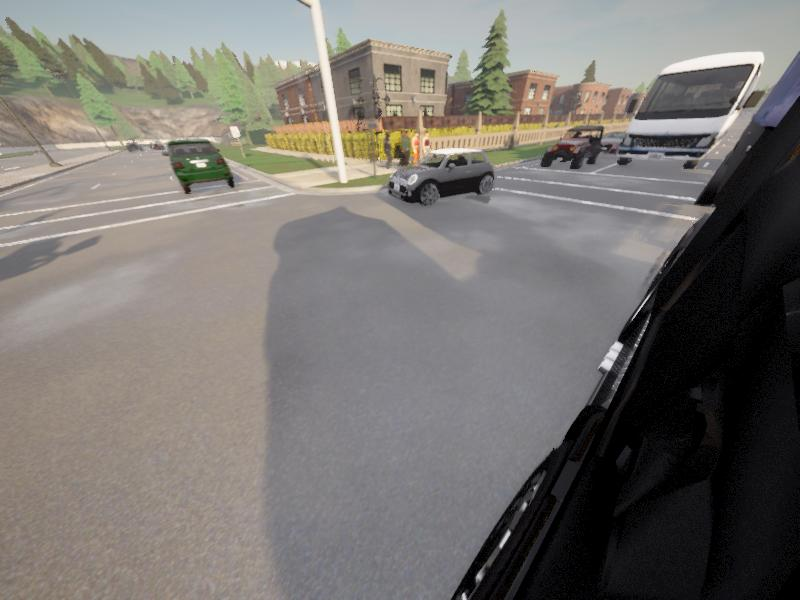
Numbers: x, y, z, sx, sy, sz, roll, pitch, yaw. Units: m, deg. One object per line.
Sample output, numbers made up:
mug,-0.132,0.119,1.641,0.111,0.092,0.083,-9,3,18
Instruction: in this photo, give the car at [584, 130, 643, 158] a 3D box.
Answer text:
car,15.820,-11.598,17.100,4.181,1.385,1.994,-29,44,-31

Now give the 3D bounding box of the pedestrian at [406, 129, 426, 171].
pedestrian,0.869,-8.173,12.653,0.751,1.860,0.751,21,43,28

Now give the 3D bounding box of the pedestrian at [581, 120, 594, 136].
pedestrian,27.785,-25.494,34.284,0.751,1.860,0.751,-27,43,-29

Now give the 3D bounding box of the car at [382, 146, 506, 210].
car,1.537,-4.598,8.456,3.806,1.475,1.970,-19,40,-21

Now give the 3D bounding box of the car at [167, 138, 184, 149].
car,-51.723,-36.123,53.261,2.097,1.767,4.553,-27,43,-29

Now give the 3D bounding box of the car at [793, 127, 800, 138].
car,41.966,-17.290,23.154,3.806,1.475,1.970,-28,44,-30

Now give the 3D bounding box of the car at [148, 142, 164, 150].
car,-52.849,-33.421,50.118,1.895,1.301,4.718,-27,44,-30

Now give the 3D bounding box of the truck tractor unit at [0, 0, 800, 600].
truck tractor unit,2.645,-0.295,0.351,6.516,4.208,3.053,-28,44,-30

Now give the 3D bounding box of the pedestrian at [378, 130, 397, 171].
pedestrian,-0.708,-8.500,13.177,0.751,1.860,0.751,-18,39,-20

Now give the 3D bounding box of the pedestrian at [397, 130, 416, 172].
pedestrian,0.353,-8.124,12.616,0.751,1.860,0.751,-17,39,-18

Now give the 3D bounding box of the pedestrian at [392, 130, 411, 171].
pedestrian,0.121,-8.431,13.039,0.751,1.860,0.751,18,41,25

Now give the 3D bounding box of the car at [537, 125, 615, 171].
car,9.952,-8.693,13.112,3.866,1.878,1.905,-28,44,-30

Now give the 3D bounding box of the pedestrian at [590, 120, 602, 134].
pedestrian,31.780,-28.053,37.479,0.751,1.860,0.751,-29,44,-31

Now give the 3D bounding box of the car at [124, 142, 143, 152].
car,-54.467,-31.331,47.253,1.837,1.490,4.892,-27,44,-30

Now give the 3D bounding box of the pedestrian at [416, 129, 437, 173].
pedestrian,1.391,-7.879,12.231,0.751,1.860,0.751,25,45,32

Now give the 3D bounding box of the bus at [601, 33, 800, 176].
bus,16.109,-10.090,12.662,10.273,4.253,3.944,-28,44,-30

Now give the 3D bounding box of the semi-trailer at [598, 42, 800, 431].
semi-trailer,8.692,-3.593,4.257,14.254,4.402,2.717,-28,44,-30

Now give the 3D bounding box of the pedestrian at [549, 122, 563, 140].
pedestrian,20.383,-22.088,30.149,0.751,1.860,0.751,-28,44,-30

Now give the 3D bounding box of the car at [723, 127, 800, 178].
car,17.386,-6.967,10.708,4.902,1.511,2.128,-27,44,-30

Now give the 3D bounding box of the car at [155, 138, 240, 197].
car,-10.446,-7.052,11.922,2.150,2.045,5.566,-27,43,-29
